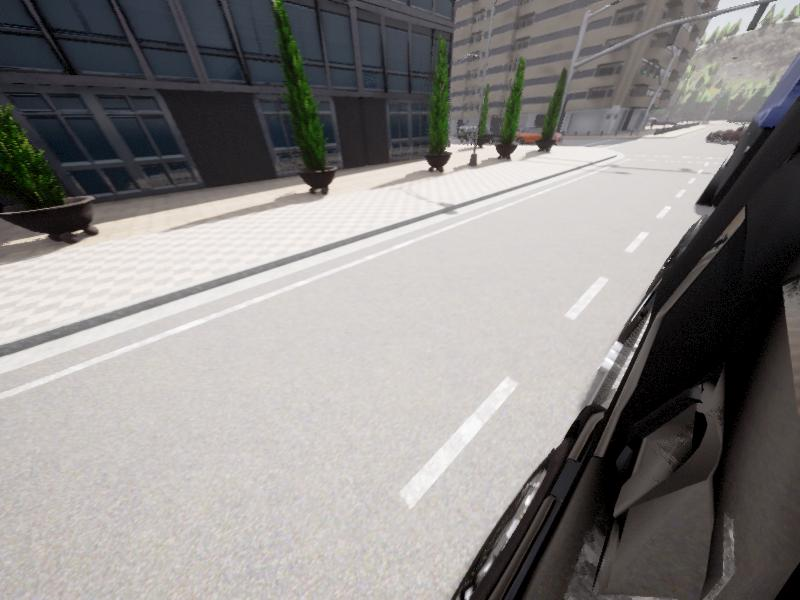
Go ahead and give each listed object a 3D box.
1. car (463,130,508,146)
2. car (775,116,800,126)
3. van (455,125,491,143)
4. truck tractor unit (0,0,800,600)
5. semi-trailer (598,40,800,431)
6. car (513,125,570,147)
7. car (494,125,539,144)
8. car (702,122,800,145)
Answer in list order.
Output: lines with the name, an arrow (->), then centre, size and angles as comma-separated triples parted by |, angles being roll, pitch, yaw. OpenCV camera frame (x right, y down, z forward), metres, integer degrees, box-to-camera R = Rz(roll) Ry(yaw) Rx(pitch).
car -> 10.968, -21.012, 29.894 | 2.128, 1.511, 4.902 | -28, 43, -30
car -> 72.025, -33.207, 42.890 | 4.181, 1.385, 1.994 | -28, 44, -30
van -> 10.745, -24.640, 34.341 | 2.069, 2.038, 4.480 | -28, 43, -30
truck tractor unit -> 2.645, -0.295, 0.351 | 6.516, 4.208, 3.053 | -28, 44, -30
semi-trailer -> 8.700, -3.585, 4.254 | 14.254, 4.402, 2.717 | -28, 44, -30
car -> 15.393, -18.055, 25.420 | 2.097, 1.767, 4.553 | -27, 43, -29
car -> 15.085, -21.582, 30.109 | 1.932, 1.855, 4.605 | -28, 43, -30
car -> 30.059, -14.332, 19.877 | 1.812, 1.442, 4.674 | -28, 44, -30
